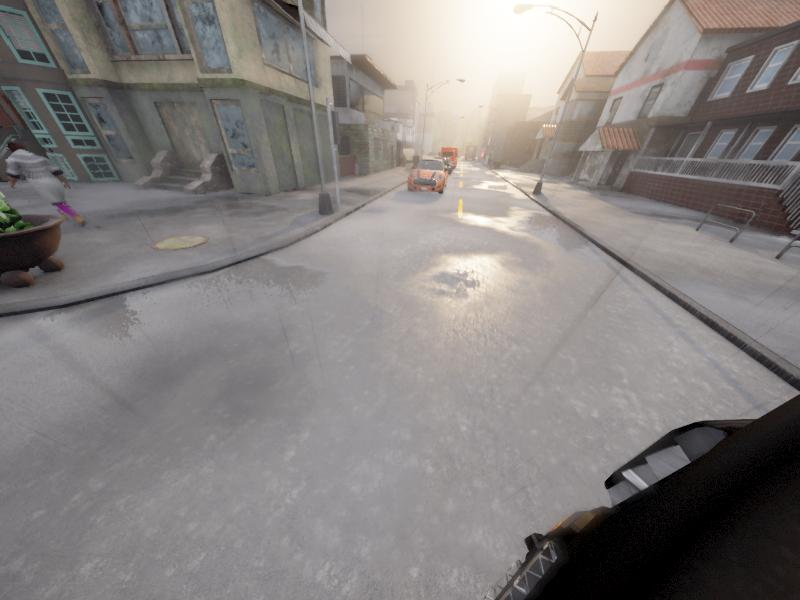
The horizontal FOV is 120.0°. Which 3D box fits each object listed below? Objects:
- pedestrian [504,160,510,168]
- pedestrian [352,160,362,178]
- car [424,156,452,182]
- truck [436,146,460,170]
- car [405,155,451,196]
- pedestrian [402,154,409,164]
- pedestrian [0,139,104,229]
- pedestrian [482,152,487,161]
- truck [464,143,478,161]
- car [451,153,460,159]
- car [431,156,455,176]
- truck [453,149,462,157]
[{"bbox_3d":[17.537,-22.298,37.766,0.500,1.100,0.500,8,34,7],"label":"pedestrian"},{"bbox_3d":[-3.224,-9.897,17.456,0.500,1.100,0.500,22,38,27],"label":"pedestrian"},{"bbox_3d":[3.329,-11.314,19.865,1.851,1.617,3.988,9,34,9],"label":"car"},{"bbox_3d":[6.571,-19.336,31.469,2.627,2.467,5.204,9,33,9],"label":"truck"},{"bbox_3d":[1.873,-7.904,14.430,2.097,1.767,4.553,9,34,9],"label":"car"},{"bbox_3d":[0.784,-20.925,34.274,0.751,1.300,0.751,17,36,21],"label":"pedestrian"},{"bbox_3d":[-8.648,-2.808,5.668,0.751,1.860,0.751,9,34,9],"label":"pedestrian"},{"bbox_3d":[22.986,-39.084,62.864,0.751,1.860,0.751,7,34,7],"label":"pedestrian"},{"bbox_3d":[19.994,-41.892,65.327,2.891,3.827,8.468,9,34,9],"label":"truck"},{"bbox_3d":[16.272,-42.058,67.498,2.033,1.411,5.357,9,34,9],"label":"car"},{"bbox_3d":[4.831,-14.860,25.407,2.038,1.542,4.974,9,34,9],"label":"car"},{"bbox_3d":[21.294,-54.405,85.576,2.627,2.467,5.204,9,34,9],"label":"truck"}]
